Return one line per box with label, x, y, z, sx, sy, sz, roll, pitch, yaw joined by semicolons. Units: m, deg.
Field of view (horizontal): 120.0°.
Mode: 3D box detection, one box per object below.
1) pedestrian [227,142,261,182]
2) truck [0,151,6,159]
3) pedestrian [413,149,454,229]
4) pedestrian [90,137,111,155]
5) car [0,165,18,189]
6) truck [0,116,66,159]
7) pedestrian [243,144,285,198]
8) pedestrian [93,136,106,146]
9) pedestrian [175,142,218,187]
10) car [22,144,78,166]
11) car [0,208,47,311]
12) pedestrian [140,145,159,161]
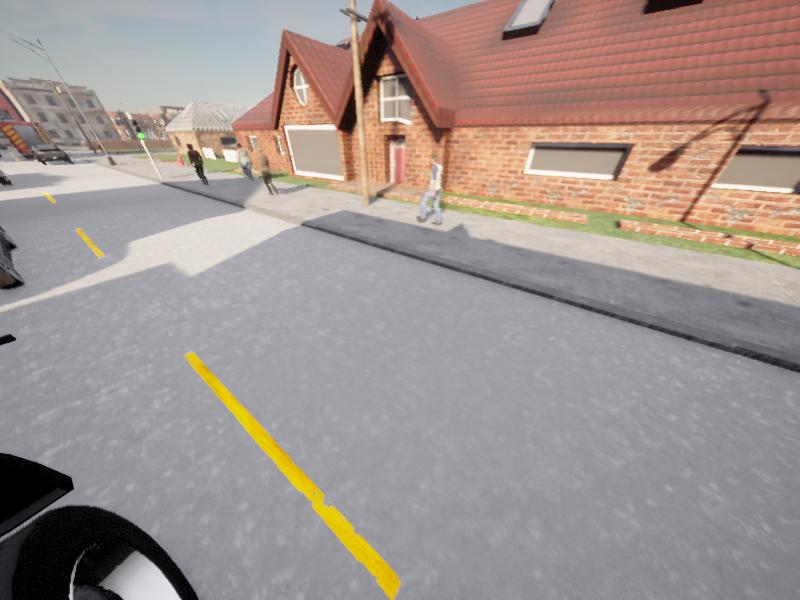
pedestrian;-8.594;-7.632;12.794;0.751;1.860;0.751;23;41;28
truck;-47.059;-17.080;25.493;5.204;2.467;2.627;22;41;28
pedestrian;0.893;-3.048;6.394;0.751;1.860;0.751;18;39;23
pedestrian;-38.826;-19.960;29.960;0.751;1.860;0.751;17;39;22
car;-22.277;-6.769;11.650;4.605;1.855;1.932;17;37;23
truck;-44.292;-19.329;27.531;8.468;3.827;2.891;22;41;28
pedestrian;-5.607;-5.382;9.637;0.751;1.860;0.751;21;40;27
pedestrian;-67.246;-35.484;51.670;0.751;1.860;0.751;14;37;18
pedestrian;-10.101;-6.751;11.531;0.751;1.860;0.751;22;41;28
car;-33.040;-13.780;21.790;4.902;1.511;2.128;22;41;28
car;-8.569;-0.974;3.889;4.902;1.511;2.128;22;41;28
pedestrian;-25.272;-14.824;23.304;0.751;1.300;0.751;30;45;35
